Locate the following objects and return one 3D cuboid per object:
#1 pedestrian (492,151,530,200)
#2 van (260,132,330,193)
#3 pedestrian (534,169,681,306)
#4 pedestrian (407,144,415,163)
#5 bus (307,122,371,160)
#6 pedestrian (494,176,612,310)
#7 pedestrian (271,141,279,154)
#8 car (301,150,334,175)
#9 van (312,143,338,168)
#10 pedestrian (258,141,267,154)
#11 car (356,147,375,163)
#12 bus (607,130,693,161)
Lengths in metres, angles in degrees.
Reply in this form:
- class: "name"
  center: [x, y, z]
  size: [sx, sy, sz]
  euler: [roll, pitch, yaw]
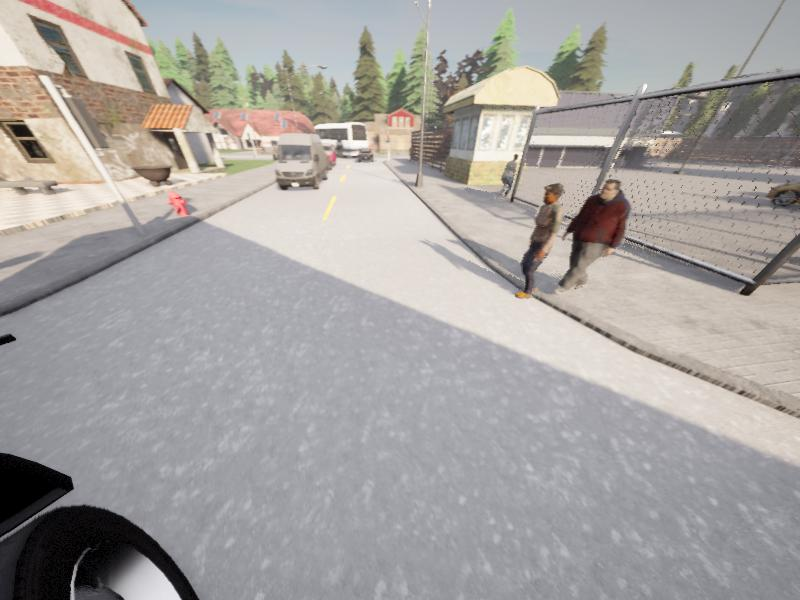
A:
- class: "pedestrian"
  center: [4.913, -5.560, 10.338]
  size: [0.751, 1.860, 0.751]
  euler: [-14, 37, -20]
- class: "van"
  center: [-5.713, -8.245, 13.637]
  size: [1.988, 2.561, 5.915]
  euler: [-4, 35, -6]
- class: "pedestrian"
  center: [2.972, -0.926, 3.575]
  size: [0.751, 1.860, 0.751]
  euler: [-8, 35, -12]
- class: "pedestrian"
  center: [1.311, -17.446, 27.490]
  size: [0.751, 1.860, 0.751]
  euler: [-2, 35, -5]
- class: "bus"
  center: [-9.381, -24.273, 35.310]
  size: [10.273, 4.253, 3.944]
  euler: [29, 43, 34]
- class: "pedestrian"
  center: [2.165, -0.832, 3.603]
  size: [0.751, 1.860, 0.751]
  euler: [3, 35, 3]
- class: "pedestrian"
  center: [-21.321, -25.977, 39.405]
  size: [0.751, 1.860, 0.751]
  euler: [-11, 36, -17]
- class: "car"
  center: [-6.733, -11.529, 19.247]
  size: [1.789, 1.549, 3.705]
  euler: [-4, 35, -7]
- class: "van"
  center: [-7.538, -14.799, 23.595]
  size: [1.775, 1.987, 4.442]
  euler: [-5, 35, -8]
- class: "pedestrian"
  center: [-23.347, -25.946, 39.317]
  size: [0.751, 1.860, 0.751]
  euler: [-11, 36, -16]
- class: "car"
  center: [-4.344, -18.940, 30.087]
  size: [2.128, 1.511, 4.902]
  euler: [-2, 35, -4]
- class: "bus"
  center: [43.378, -27.053, 40.451]
  size: [10.273, 4.253, 3.944]
  euler: [-6, 35, -9]
